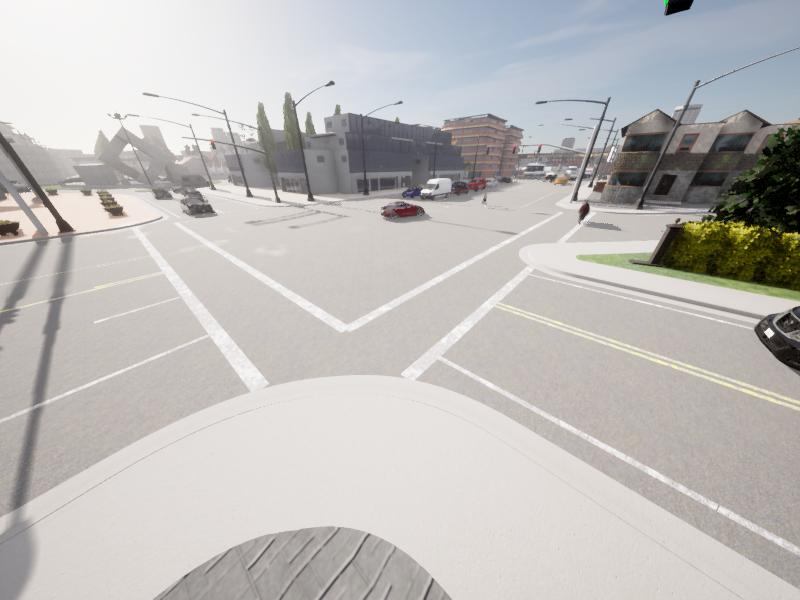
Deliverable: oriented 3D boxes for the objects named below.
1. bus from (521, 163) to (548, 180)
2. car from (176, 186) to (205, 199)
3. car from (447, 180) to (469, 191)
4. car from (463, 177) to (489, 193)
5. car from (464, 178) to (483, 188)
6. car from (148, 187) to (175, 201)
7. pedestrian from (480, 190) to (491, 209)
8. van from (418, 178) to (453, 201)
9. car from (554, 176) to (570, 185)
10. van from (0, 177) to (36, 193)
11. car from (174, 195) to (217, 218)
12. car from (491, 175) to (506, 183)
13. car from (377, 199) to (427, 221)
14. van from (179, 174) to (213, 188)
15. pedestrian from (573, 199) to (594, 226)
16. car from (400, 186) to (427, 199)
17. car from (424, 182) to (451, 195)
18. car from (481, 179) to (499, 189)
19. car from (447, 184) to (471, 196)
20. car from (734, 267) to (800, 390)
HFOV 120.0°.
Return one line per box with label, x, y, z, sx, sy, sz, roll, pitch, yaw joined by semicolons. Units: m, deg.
bus;40.203;-38.343;68.963;3.944;4.253;10.273;23;36;34
car;-33.030;-17.019;36.394;5.357;1.411;2.033;23;37;34
car;11.226;-22.175;44.719;1.882;1.535;5.008;23;38;34
car;14.110;-21.390;42.837;2.150;2.045;5.566;23;38;34
car;15.635;-24.947;49.227;1.837;1.490;4.892;23;39;34
car;-34.869;-15.532;33.737;4.193;1.474;1.816;23;37;34
pedestrian;9.576;-11.311;25.946;0.751;1.860;0.751;3;30;5
van;5.242;-16.133;33.595;1.988;2.561;5.915;23;37;34
car;35.757;-26.408;50.996;1.882;1.535;5.008;23;38;34
van;-70.711;-20.632;41.464;5.915;2.561;1.988;0;30;1
car;-20.672;-9.551;23.316;5.008;1.535;1.882;23;37;34
car;25.063;-30.855;58.865;1.994;1.385;4.181;23;38;34
car;0.210;-8.493;21.645;4.181;1.385;1.994;-15;33;-25
van;-46.568;-27.273;52.966;1.988;2.561;5.915;0;30;1
pedestrian;14.711;-7.009;18.527;0.751;1.860;0.751;18;35;28
car;2.081;-16.512;35.329;1.816;1.474;4.193;22;37;34
car;6.555;-19.299;39.891;1.930;1.638;5.238;23;38;34
car;18.509;-23.919;47.486;1.812;1.442;4.674;23;39;34
car;9.896;-18.442;38.570;1.812;1.442;4.674;23;38;34
car;11.035;1.388;3.860;5.566;2.045;2.150;23;37;34
